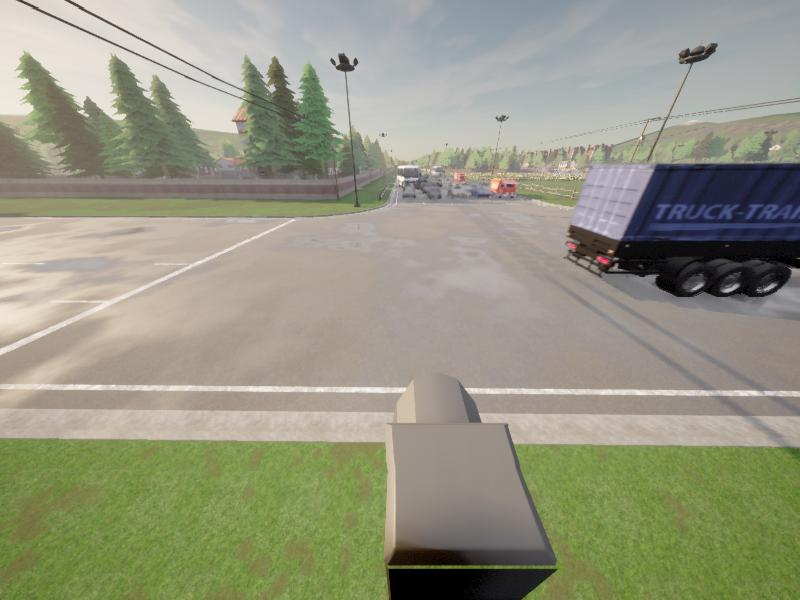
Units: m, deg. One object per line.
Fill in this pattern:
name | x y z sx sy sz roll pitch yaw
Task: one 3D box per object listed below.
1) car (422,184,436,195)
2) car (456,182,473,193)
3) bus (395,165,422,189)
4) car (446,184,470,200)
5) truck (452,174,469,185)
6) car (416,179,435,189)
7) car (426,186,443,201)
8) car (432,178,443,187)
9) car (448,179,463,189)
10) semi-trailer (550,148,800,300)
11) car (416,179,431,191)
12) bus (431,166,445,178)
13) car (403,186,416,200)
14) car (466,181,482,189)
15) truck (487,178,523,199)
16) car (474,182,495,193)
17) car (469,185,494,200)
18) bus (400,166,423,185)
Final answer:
car | 4.897 -19.084 39.692 1.994 1.385 4.181 1 30 1
car | 11.839 -20.739 42.451 1.970 1.475 3.806 0 30 0
bus | 1.666 -27.043 50.588 3.944 4.253 10.273 -5 30 -8
car | 8.300 -15.760 33.678 2.152 1.651 5.027 0 30 0
truck | 15.418 -30.968 59.195 2.627 2.467 5.204 0 29 0
car | 5.558 -25.286 50.139 2.242 1.667 4.611 16 34 25
car | 4.792 -14.902 32.268 1.789 1.549 3.705 0 30 0
car | 8.549 -26.964 53.037 2.242 1.667 4.611 4 30 7
car | 11.874 -25.023 49.677 2.242 1.667 4.611 0 30 0
semi-trailer | 13.864 -2.597 8.083 14.254 4.402 2.717 0 30 1
car | 4.637 -22.978 45.911 1.905 1.878 3.866 -5 31 -10
bus | 15.717 -53.191 95.884 3.944 4.253 10.273 0 30 0
car | 1.298 -15.463 33.345 1.812 1.442 4.674 0 30 0
car | 15.368 -24.098 48.377 1.994 1.385 4.181 0 30 0
truck | 15.302 -16.487 34.112 2.627 2.467 5.204 0 29 0
car | 15.340 -20.654 42.255 2.007 1.525 4.514 0 30 0
car | 11.800 -15.888 33.987 1.882 1.535 5.008 0 30 0
bus | 3.218 -33.571 61.923 3.944 4.253 10.273 8 31 12
